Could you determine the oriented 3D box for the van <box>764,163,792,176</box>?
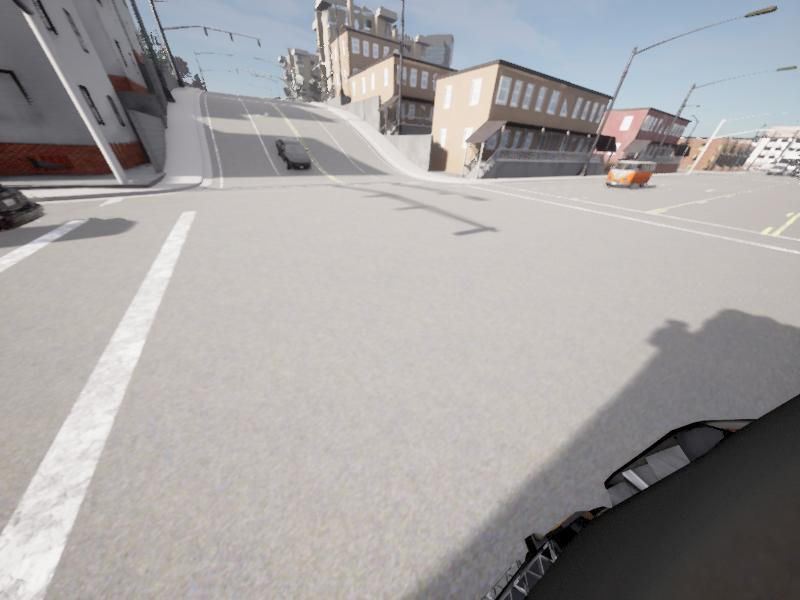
[{"bbox_3d":[91.242,-31.468,55.733,5.915,2.561,1.988,-16,38,-26],"label":"van"}]

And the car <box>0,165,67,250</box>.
[{"bbox_3d":[-10.978,-1.506,4.103,5.357,1.411,2.033,-18,39,-28],"label":"car"}]

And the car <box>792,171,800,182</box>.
[{"bbox_3d":[69.161,-20.277,38.127,1.930,1.638,5.238,16,36,19],"label":"car"}]

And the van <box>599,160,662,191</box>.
[{"bbox_3d":[19.124,-10.418,19.215,4.442,1.987,1.775,-16,38,-26],"label":"van"}]

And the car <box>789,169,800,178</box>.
[{"bbox_3d":[92.193,-29.061,53.148,3.988,1.617,1.851,-16,38,-26],"label":"car"}]

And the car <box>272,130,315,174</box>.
[{"bbox_3d":[-8.724,-12.123,18.888,1.882,1.535,5.008,-17,54,-27],"label":"car"}]
